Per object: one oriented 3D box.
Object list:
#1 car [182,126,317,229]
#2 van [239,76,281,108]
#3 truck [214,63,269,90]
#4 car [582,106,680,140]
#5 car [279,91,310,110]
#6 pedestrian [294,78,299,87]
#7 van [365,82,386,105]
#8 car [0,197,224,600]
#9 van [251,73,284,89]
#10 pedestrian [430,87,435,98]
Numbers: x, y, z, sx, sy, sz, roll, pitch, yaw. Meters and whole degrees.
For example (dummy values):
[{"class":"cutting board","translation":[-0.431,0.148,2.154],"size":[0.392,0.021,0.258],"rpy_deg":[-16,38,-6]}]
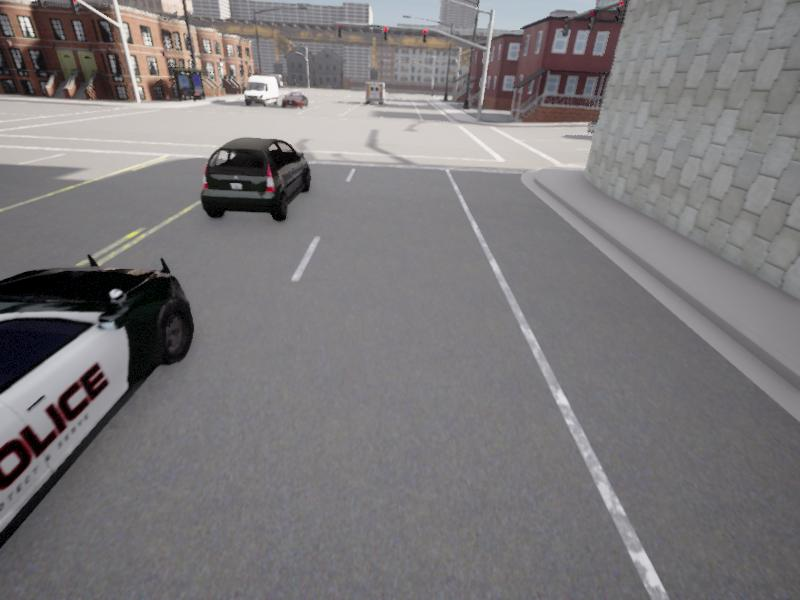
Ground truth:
[{"class":"car","translation":[-3.432,-3.266,10.085],"size":[1.851,1.617,3.988],"rpy_deg":[3,29,-1]},{"class":"van","translation":[-13.753,-20.774,39.764],"size":[1.988,2.561,5.915],"rpy_deg":[3,29,-1]},{"class":"truck","translation":[-28.902,-40.893,73.316],"size":[8.468,3.827,2.891],"rpy_deg":[3,29,-1]},{"class":"car","translation":[14.734,-11.454,25.822],"size":[4.856,1.649,2.033],"rpy_deg":[-2,29,1]},{"class":"car","translation":[-10.283,-19.687,39.359],"size":[1.994,1.385,4.181],"rpy_deg":[3,29,-1]},{"class":"pedestrian","translation":[-23.527,-49.317,90.775],"size":[0.751,1.860,0.751],"rpy_deg":[9,29,11]},{"class":"van","translation":[-3.199,-27.279,52.722],"size":[2.351,2.431,6.366],"rpy_deg":[2,29,-1]},{"class":"car","translation":[-3.450,0.684,3.010],"size":[2.038,1.542,4.974],"rpy_deg":[3,29,-1]},{"class":"van","translation":[-27.391,-45.314,82.802],"size":[5.915,2.561,1.988],"rpy_deg":[3,29,0]},{"class":"pedestrian","translation":[6.315,-39.898,77.062],"size":[0.751,1.860,0.751],"rpy_deg":[2,29,-2]}]
